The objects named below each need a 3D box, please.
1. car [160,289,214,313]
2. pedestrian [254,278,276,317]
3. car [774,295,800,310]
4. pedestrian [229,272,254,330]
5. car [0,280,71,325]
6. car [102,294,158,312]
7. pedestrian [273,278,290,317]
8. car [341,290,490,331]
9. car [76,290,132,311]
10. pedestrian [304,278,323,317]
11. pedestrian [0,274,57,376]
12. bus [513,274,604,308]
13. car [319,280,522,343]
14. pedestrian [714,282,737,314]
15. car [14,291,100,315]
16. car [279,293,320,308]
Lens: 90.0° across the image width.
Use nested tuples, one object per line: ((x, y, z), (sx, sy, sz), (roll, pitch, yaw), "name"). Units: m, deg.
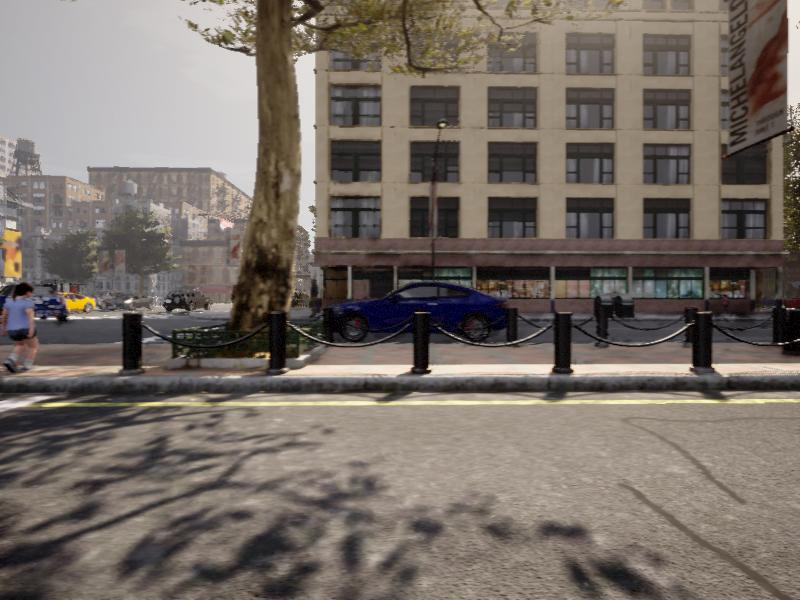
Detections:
((-17.155, 0.050, 32.540), (1.932, 1.855, 4.605), (0, 0, 0), "car")
((-6.602, -0.117, 19.571), (0.751, 1.860, 0.751), (0, 0, 36), "pedestrian")
((41.188, 0.236, 40.489), (1.882, 1.535, 5.008), (0, 0, -2), "car")
((-5.232, 0.036, 13.237), (0.751, 1.860, 0.751), (0, 0, -19), "pedestrian")
((-16.722, 0.090, 17.859), (4.553, 1.767, 2.097), (0, 0, 37), "car")
((-24.193, 0.222, 36.087), (2.007, 1.525, 4.514), (0, 0, -1), "car")
((-5.728, -0.117, 19.341), (0.751, 1.860, 0.751), (0, 0, -20), "pedestrian")
((0.493, 0.344, 13.618), (4.718, 1.301, 1.895), (0, 0, -1), "car")
((-27.715, 0.045, 37.634), (1.932, 1.855, 4.605), (0, 0, -1), "car")
((-4.129, -0.116, 19.111), (0.751, 1.860, 0.751), (0, 0, -21), "pedestrian")
((-4.356, 0.271, 4.543), (0.500, 1.100, 0.500), (0, 0, -6), "pedestrian")
((20.482, -1.127, 52.139), (10.273, 4.253, 3.944), (0, 0, -1), "bus")
((0.465, 0.270, 10.100), (4.674, 1.442, 1.812), (0, 0, -1), "car")
((18.786, -0.109, 23.093), (0.751, 1.860, 0.751), (0, 0, 4), "pedestrian")
((-24.063, 0.216, 28.362), (1.882, 1.535, 5.008), (0, 0, -1), "car")
((-12.479, 0.050, 49.749), (4.605, 1.855, 1.932), (0, -1, -37), "car")
